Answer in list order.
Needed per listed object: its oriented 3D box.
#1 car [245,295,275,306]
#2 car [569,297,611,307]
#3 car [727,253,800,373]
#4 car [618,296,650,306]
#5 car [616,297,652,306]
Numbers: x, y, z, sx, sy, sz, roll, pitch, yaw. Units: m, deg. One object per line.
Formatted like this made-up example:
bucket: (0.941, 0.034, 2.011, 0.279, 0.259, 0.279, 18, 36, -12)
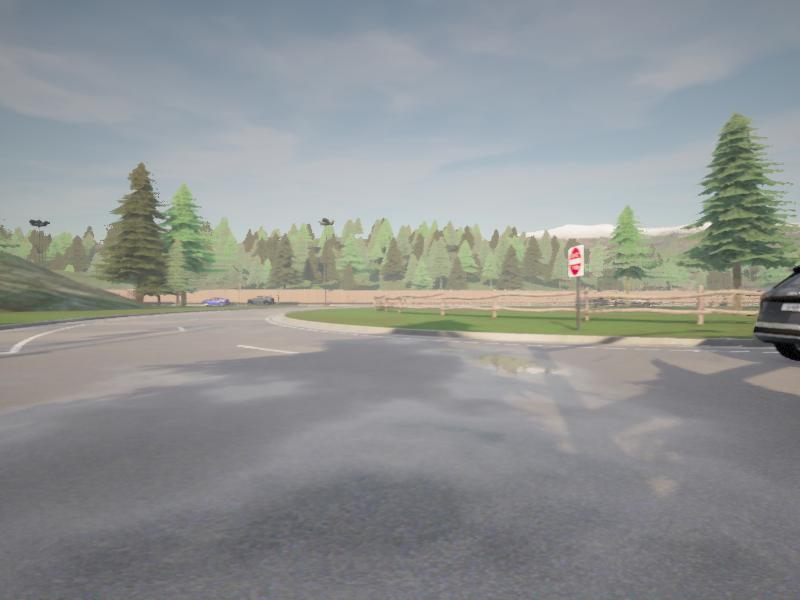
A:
car: (-24.426, 0.059, 69.998, 4.605, 1.855, 1.932, 0, 0, 0)
car: (28.294, 0.289, 59.671, 5.357, 1.411, 2.033, 0, 0, 0)
car: (7.916, 0.176, 5.700, 4.856, 1.649, 2.033, 0, 0, 0)
car: (36.864, 0.181, 63.200, 3.988, 1.617, 1.851, 0, 0, 0)
car: (39.000, 0.245, 66.705, 4.792, 1.488, 2.163, 0, 0, 0)
